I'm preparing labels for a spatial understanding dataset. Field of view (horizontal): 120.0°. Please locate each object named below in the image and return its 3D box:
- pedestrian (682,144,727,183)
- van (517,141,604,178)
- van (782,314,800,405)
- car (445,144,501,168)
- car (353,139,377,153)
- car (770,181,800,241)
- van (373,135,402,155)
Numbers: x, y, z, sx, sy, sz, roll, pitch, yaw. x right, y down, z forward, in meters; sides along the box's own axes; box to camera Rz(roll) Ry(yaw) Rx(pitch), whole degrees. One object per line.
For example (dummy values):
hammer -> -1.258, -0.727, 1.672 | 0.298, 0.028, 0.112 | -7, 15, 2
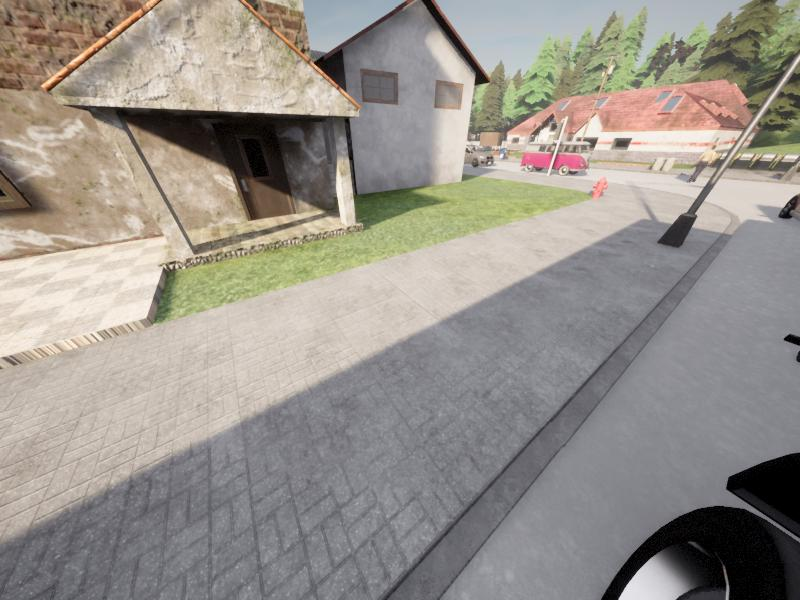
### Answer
pedestrian -> 17.321, -7.783, 13.187 | 0.751, 1.860, 0.751 | -25, 42, -30
van -> 11.260, -10.223, 16.625 | 1.775, 1.987, 4.442 | -22, 40, -27
van -> 7.074, -0.468, 2.338 | 5.915, 2.561, 1.988 | -20, 40, -26
car -> 6.795, -13.838, 22.061 | 2.242, 1.667, 4.611 | -22, 40, -27
car -> -6.678, -29.341, 43.836 | 2.150, 2.045, 5.566 | -22, 40, -27
car -> 12.321, -2.537, 6.083 | 3.705, 1.549, 1.789 | -30, 45, -35
van -> -2.118, -25.734, 38.258 | 1.988, 2.561, 5.915 | -22, 41, -27
